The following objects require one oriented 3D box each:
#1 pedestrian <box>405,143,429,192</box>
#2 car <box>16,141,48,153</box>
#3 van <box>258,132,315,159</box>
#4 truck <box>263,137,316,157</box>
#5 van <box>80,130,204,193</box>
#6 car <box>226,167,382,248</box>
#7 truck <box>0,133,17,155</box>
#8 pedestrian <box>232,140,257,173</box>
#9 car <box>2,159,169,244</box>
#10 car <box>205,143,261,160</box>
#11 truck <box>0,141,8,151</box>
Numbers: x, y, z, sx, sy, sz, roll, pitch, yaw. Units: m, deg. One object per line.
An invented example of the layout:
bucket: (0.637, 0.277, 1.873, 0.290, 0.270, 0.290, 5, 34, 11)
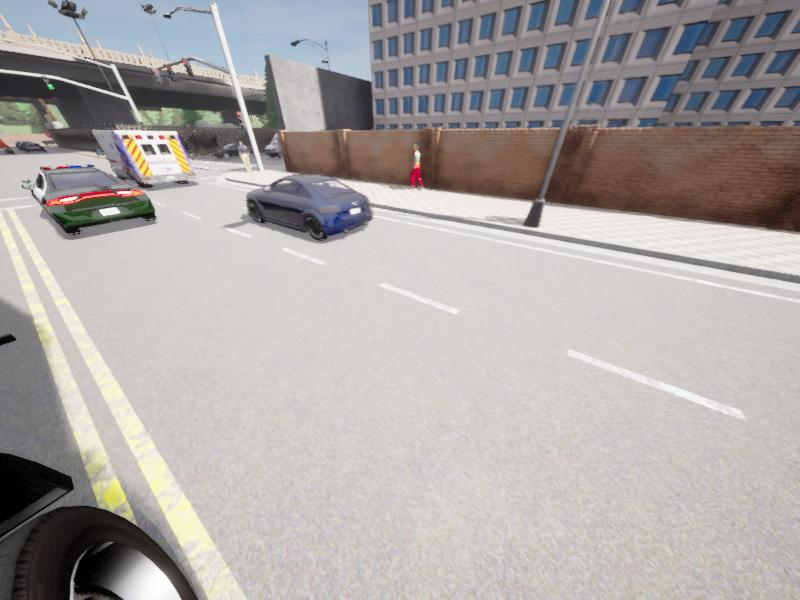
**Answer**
pedestrian: (0.746, -6.130, 10.684, 0.751, 1.860, 0.751, 22, 40, 27)
car: (-58.493, -24.329, 36.713, 4.181, 1.385, 1.994, 21, 40, 27)
van: (-14.044, -19.469, 29.095, 1.988, 2.561, 5.915, 21, 40, 27)
truck: (-15.416, -21.755, 32.707, 2.390, 2.098, 6.274, 21, 40, 27)
van: (-14.165, -7.791, 12.711, 6.366, 2.431, 2.351, 21, 40, 26)
car: (-2.835, -3.009, 6.963, 4.181, 1.385, 1.994, 21, 40, 27)
truck: (-57.136, -21.838, 32.254, 5.204, 2.467, 2.627, 21, 40, 27)
pedestrian: (-10.468, -9.682, 15.587, 0.751, 1.860, 0.751, -23, 42, -30)
car: (-9.880, -3.357, 7.257, 4.974, 1.542, 2.038, 21, 40, 27)
car: (-19.720, -17.795, 27.582, 1.837, 1.490, 4.892, 22, 41, 27)
truck: (-68.767, -26.140, 38.578, 6.274, 2.098, 2.390, 21, 40, 27)
